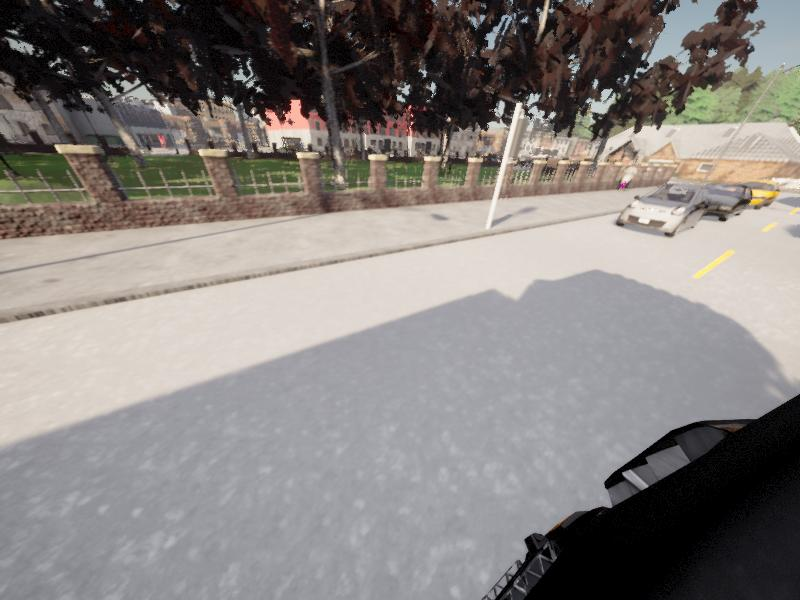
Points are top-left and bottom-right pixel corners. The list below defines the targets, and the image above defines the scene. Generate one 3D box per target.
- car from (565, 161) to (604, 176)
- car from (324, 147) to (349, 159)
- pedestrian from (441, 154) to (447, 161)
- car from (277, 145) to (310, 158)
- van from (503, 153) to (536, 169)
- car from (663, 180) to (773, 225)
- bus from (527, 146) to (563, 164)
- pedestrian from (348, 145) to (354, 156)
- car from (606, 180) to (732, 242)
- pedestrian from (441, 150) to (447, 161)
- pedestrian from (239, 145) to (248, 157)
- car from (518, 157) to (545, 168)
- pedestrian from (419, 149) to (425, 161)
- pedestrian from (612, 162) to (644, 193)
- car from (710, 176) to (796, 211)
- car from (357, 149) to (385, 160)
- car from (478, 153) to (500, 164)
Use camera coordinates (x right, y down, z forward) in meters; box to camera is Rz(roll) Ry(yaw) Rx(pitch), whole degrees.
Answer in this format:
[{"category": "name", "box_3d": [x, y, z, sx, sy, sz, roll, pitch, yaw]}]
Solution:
[{"category": "car", "box_3d": [26.311, -18.868, 33.089, 1.845, 1.501, 3.633, -16, 38, -26]}, {"category": "car", "box_3d": [-11.299, -26.245, 41.248, 3.705, 1.549, 1.789, -16, 38, -26]}, {"category": "pedestrian", "box_3d": [8.863, -28.749, 46.602, 0.751, 1.300, 0.751, -14, 37, -24]}, {"category": "car", "box_3d": [-17.519, -24.468, 38.108, 4.514, 1.525, 2.007, -16, 38, -26]}, {"category": "van", "box_3d": [20.901, -24.476, 40.665, 2.069, 2.038, 4.480, -16, 38, -26]}, {"category": "car", "box_3d": [15.738, -4.968, 11.425, 5.357, 1.411, 2.033, -16, 38, -26]}, {"category": "bus", "box_3d": [45.820, -45.847, 73.225, 10.273, 4.253, 3.944, -16, 38, -26]}, {"category": "pedestrian", "box_3d": [-10.628, -32.284, 49.897, 0.751, 1.860, 0.751, -24, 42, -34]}, {"category": "car", "box_3d": [9.881, -3.434, 8.530, 3.633, 1.501, 1.845, -17, 38, -27]}, {"category": "pedestrian", "box_3d": [8.904, -29.330, 46.974, 0.751, 1.860, 0.751, -11, 36, -19]}, {"category": "pedestrian", "box_3d": [-21.345, -20.325, 31.532, 0.751, 1.300, 0.751, -16, 38, -26]}, {"category": "car", "box_3d": [24.273, -25.312, 42.646, 1.845, 1.501, 3.633, -16, 38, -26]}, {"category": "pedestrian", "box_3d": [4.204, -27.802, 44.301, 0.751, 1.860, 0.751, -15, 37, -24]}, {"category": "pedestrian", "box_3d": [16.379, -8.830, 16.646, 0.751, 1.860, 0.751, -16, 38, -26]}, {"category": "car", "box_3d": [22.170, -6.788, 14.503, 5.366, 1.575, 1.801, -15, 38, -25]}, {"category": "car", "box_3d": [-5.476, -27.871, 44.211, 4.892, 1.490, 1.837, -16, 38, -27]}, {"category": "car", "box_3d": [19.062, -30.506, 49.744, 1.905, 1.878, 3.866, -17, 38, -27]}]
